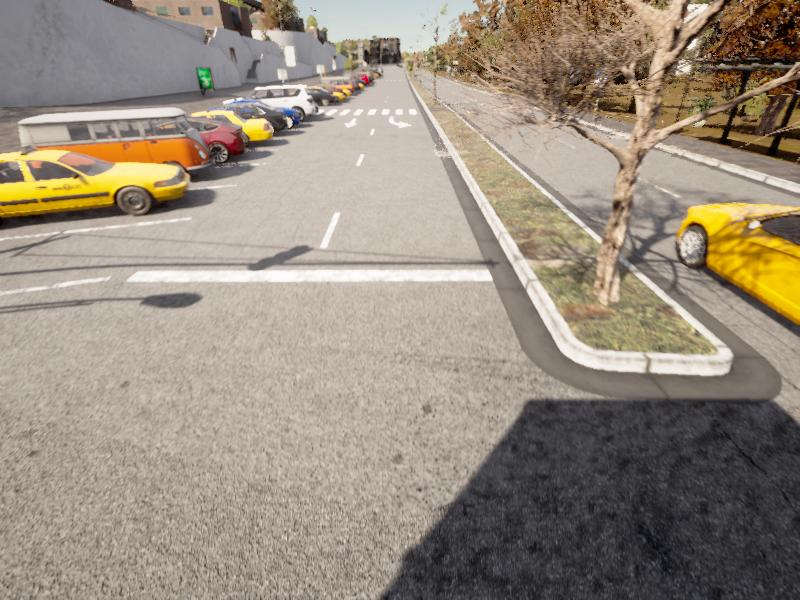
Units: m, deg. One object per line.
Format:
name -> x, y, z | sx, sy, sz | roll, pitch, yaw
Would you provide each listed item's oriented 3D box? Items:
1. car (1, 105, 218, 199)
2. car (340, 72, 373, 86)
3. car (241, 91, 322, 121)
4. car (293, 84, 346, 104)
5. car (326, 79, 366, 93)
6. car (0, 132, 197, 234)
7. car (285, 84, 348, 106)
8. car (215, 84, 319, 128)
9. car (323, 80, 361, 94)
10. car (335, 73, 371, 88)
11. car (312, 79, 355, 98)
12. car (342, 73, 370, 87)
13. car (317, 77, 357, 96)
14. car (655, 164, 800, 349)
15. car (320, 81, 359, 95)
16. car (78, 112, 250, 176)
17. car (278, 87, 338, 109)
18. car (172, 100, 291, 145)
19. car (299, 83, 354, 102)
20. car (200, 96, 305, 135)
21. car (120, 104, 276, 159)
car -> -7.949, -4.425, 11.667 | 4.442, 1.987, 1.878 | -11, 32, -17
car -> -7.939, -40.553, 73.451 | 5.566, 2.045, 2.435 | -11, 32, -16
car -> -8.040, -13.235, 27.199 | 4.892, 1.521, 2.231 | -11, 31, -17
car -> -8.036, -20.673, 40.103 | 4.792, 1.488, 2.163 | -11, 32, -17
car -> -7.810, -31.236, 58.221 | 5.366, 1.575, 1.946 | -11, 32, -17
car -> -7.885, -2.738, 9.225 | 5.366, 1.575, 1.946 | -11, 32, -17
car -> -7.841, -19.253, 37.568 | 5.366, 1.575, 1.946 | -11, 31, -17
car -> -8.064, -11.944, 24.478 | 5.566, 2.045, 2.435 | -11, 32, -17
car -> -8.013, -29.650, 55.593 | 4.792, 1.488, 2.163 | -11, 32, -17
car -> -7.998, -37.482, 68.301 | 5.566, 2.045, 2.435 | -11, 32, -17
car -> -7.971, -25.293, 47.795 | 4.553, 1.767, 2.185 | -11, 32, -17
car -> -7.859, -39.020, 70.927 | 4.442, 1.987, 1.878 | -11, 32, -16
car -> -7.890, -26.898, 50.363 | 4.442, 1.987, 1.878 | -11, 31, -17
car -> 5.847, -0.436, 5.148 | 1.882, 1.535, 5.008 | 0, 30, 0
car -> -7.985, -28.144, 53.031 | 4.674, 1.452, 2.002 | -11, 32, -17
car -> -8.075, -5.682, 14.322 | 4.792, 1.488, 2.163 | -11, 32, -17
car -> -8.014, -17.688, 34.952 | 4.674, 1.452, 2.002 | -11, 32, -17
car -> -8.035, -8.726, 19.467 | 4.892, 1.521, 2.231 | -11, 32, -17
car -> -7.832, -22.233, 42.737 | 5.366, 1.575, 1.946 | -11, 31, -17
car -> -8.044, -10.233, 22.044 | 5.008, 1.535, 2.097 | -11, 31, -17
car -> -8.220, -7.188, 16.836 | 5.366, 1.575, 1.946 | -11, 32, -17
